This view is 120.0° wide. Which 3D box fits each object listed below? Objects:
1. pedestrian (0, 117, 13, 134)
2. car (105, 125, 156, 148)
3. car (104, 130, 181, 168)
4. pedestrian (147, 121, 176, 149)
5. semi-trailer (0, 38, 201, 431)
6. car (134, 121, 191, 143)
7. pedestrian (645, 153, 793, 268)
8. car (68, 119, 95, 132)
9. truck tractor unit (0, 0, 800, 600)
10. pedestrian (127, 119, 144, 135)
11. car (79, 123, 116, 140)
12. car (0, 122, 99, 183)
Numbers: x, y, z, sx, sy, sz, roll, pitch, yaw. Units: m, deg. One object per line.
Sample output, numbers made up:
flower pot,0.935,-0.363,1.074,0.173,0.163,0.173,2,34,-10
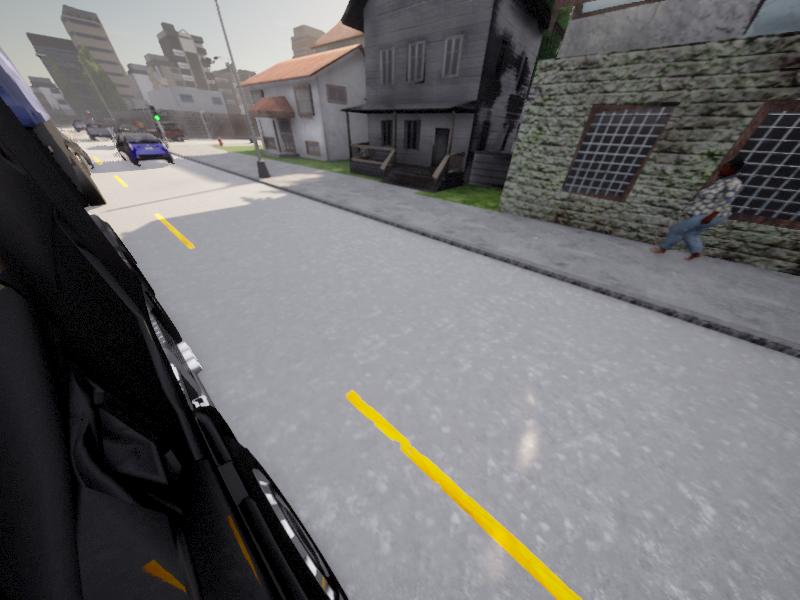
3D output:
pedestrian,-47.651,-20.953,27.481,0.751,1.860,0.751,30,44,32
car,-25.139,-15.474,21.762,1.851,1.617,3.988,-17,41,-24
car,-15.232,-9.004,13.645,4.514,1.525,2.007,28,44,30
pedestrian,-19.945,-13.788,19.347,0.751,1.860,0.751,8,37,8
semi-trailer,-8.676,-3.602,4.274,14.254,4.402,2.717,28,44,30
car,-27.398,-19.464,26.787,1.905,1.878,3.866,24,41,27
pedestrian,5.837,-1.697,4.452,0.751,1.860,0.751,28,43,30
car,-54.558,-29.865,39.542,4.856,1.649,2.033,28,44,30
truck tractor unit,-2.645,-0.295,0.351,6.516,4.208,3.053,28,44,30
pedestrian,-38.443,-25.096,33.573,0.751,1.860,0.751,21,41,24
car,-34.727,-19.329,26.499,3.633,1.501,1.845,28,43,30
car,-15.491,-6.527,10.136,1.932,1.855,4.605,-29,44,-35
